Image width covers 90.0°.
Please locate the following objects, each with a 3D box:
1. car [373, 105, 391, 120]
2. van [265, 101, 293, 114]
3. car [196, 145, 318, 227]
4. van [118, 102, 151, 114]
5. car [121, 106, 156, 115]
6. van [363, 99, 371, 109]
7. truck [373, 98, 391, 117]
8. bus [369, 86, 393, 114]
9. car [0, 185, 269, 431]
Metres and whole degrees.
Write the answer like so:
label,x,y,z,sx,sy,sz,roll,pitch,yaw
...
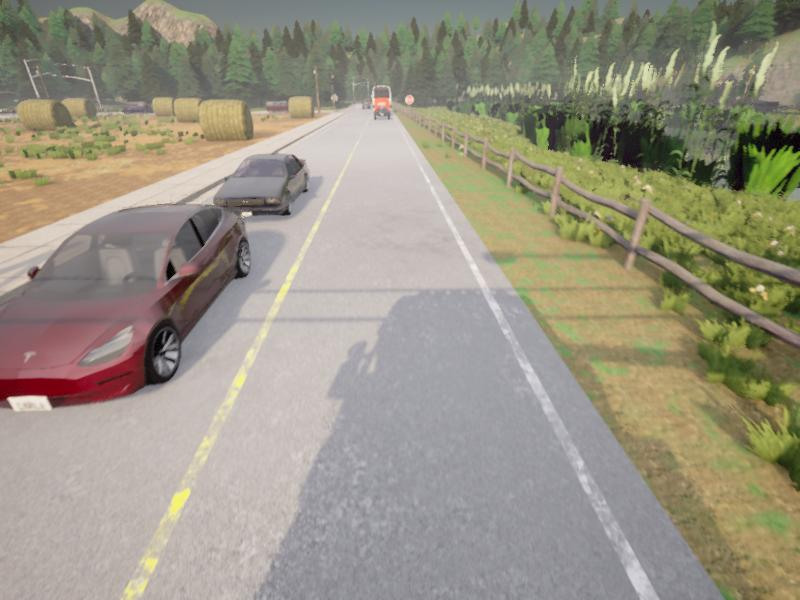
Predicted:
label,x,y,z,sx,sy,sz,roll,pitch,yaw
car,-2.409,-25.169,53.694,2.152,1.651,5.027,-1,27,-2
van,-22.182,-35.382,73.415,4.442,1.987,1.775,-3,27,-4
car,-4.037,-3.768,12.446,2.033,1.411,5.357,-1,27,-2
van,-49.329,-35.753,74.454,4.442,1.987,1.775,-3,27,-4
car,-46.774,-33.957,71.683,4.718,1.301,1.895,-3,27,-4
van,-7.765,-46.321,94.389,1.775,1.987,4.442,-1,27,-2
truck,-2.771,-29.655,61.472,2.627,2.467,5.204,-1,27,-2
bus,-3.427,-36.468,72.746,3.944,4.253,10.273,-1,27,-2
car,-3.739,-0.433,5.878,2.163,1.488,4.792,-1,27,-2
